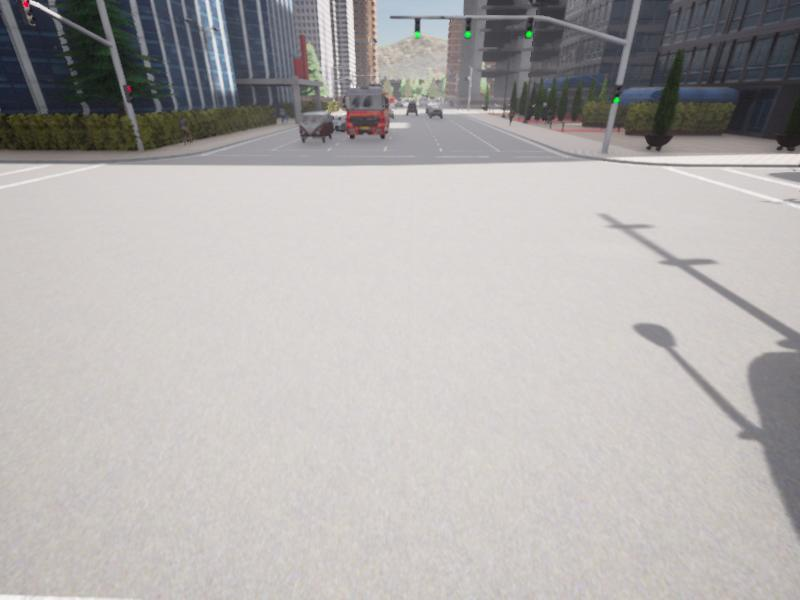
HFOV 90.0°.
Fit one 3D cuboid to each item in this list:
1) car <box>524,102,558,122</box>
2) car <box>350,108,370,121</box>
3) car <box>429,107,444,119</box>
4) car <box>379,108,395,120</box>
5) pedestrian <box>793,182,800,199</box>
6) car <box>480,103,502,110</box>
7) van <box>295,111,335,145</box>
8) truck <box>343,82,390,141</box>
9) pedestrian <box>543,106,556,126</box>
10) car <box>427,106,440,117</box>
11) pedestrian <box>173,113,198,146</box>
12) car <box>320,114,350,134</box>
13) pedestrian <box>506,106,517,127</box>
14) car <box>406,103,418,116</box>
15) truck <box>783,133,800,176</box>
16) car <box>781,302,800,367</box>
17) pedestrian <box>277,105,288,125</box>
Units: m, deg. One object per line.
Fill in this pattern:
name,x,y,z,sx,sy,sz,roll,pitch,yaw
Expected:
car,18.215,-24.298,51.501,2.390,2.098,6.274,16,31,28
car,-5.346,-25.116,54.170,2.033,1.411,5.357,1,27,1
car,5.275,-27.555,58.825,1.837,1.490,4.892,1,27,1
car,-1.799,-25.888,55.706,1.994,1.385,4.181,1,27,1
pedestrian,13.420,-4.085,12.539,0.751,1.860,0.751,-8,28,-15
car,21.470,-45.948,94.960,4.718,1.301,1.895,1,27,2
van,-6.061,-12.562,29.001,1.775,1.987,4.442,1,27,1
truck,-2.452,-15.426,32.580,2.891,3.827,8.468,1,27,1
pedestrian,15.585,-19.191,41.706,0.751,1.860,0.751,-10,29,-19
car,5.503,-31.248,66.153,1.970,1.475,3.806,1,27,1
pedestrian,-13.532,-10.774,25.257,0.751,1.860,0.751,1,27,1
car,-5.853,-16.056,36.384,1.970,1.475,3.806,1,27,1
pedestrian,11.248,-18.540,40.434,0.751,1.860,0.751,3,27,6
car,2.026,-31.871,66.844,1.905,1.878,3.866,1,27,1
truck,19.901,-5.909,15.896,6.274,2.098,2.390,1,27,2
car,5.119,1.049,3.019,1.812,1.442,4.674,12,30,23
pedestrian,-12.795,-20.122,43.515,0.751,1.860,0.751,2,27,4
